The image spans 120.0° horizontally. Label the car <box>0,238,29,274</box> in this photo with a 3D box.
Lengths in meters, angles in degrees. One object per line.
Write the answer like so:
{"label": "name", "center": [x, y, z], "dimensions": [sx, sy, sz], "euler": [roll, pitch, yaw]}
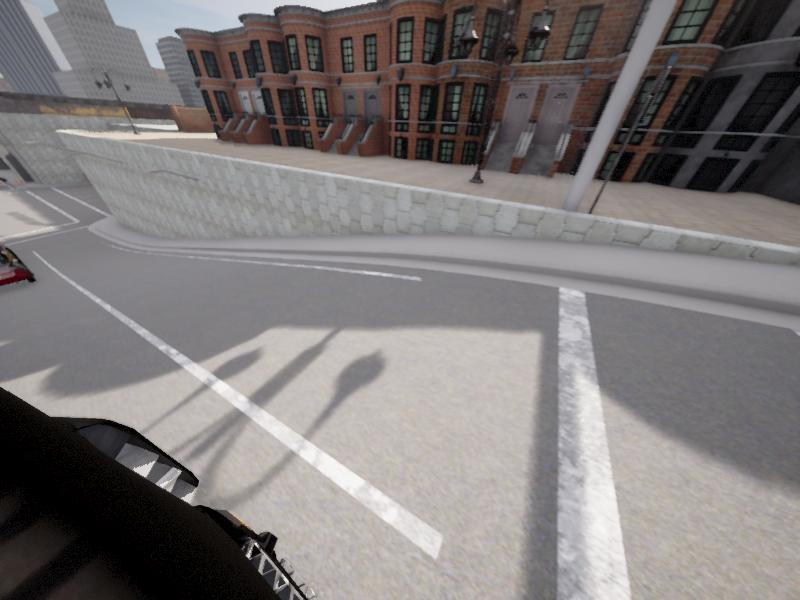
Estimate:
{"label": "car", "center": [-28.308, -3.083, 15.868], "dimensions": [4.605, 1.855, 1.932], "euler": [15, 38, 27]}

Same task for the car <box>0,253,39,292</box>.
{"label": "car", "center": [-21.956, -1.446, 12.535], "dimensions": [4.181, 1.385, 1.994], "euler": [10, 36, 30]}

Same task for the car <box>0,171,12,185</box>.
{"label": "car", "center": [-65.396, -18.774, 35.735], "dimensions": [4.974, 1.542, 2.038], "euler": [-18, 41, -26]}
